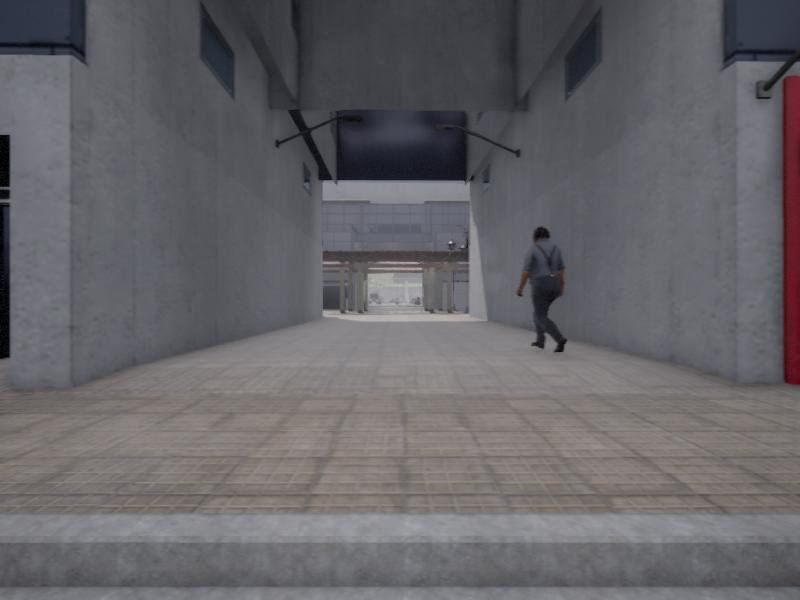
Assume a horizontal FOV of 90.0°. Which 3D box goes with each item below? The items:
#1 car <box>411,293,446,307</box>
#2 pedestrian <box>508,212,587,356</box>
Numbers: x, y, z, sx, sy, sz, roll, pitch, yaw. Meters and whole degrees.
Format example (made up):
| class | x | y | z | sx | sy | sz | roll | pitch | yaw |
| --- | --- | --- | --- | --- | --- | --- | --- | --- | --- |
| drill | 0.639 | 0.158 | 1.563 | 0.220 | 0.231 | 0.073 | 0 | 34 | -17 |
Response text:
| class | x | y | z | sx | sy | sz | roll | pitch | yaw |
| --- | --- | --- | --- | --- | --- | --- | --- | --- | --- |
| car | 3.811 | 0.047 | 54.339 | 4.605 | 1.855 | 1.932 | 0 | 0 | -1 |
| pedestrian | 2.050 | -0.211 | 5.631 | 0.751 | 1.860 | 0.751 | 0 | 0 | -14 |
